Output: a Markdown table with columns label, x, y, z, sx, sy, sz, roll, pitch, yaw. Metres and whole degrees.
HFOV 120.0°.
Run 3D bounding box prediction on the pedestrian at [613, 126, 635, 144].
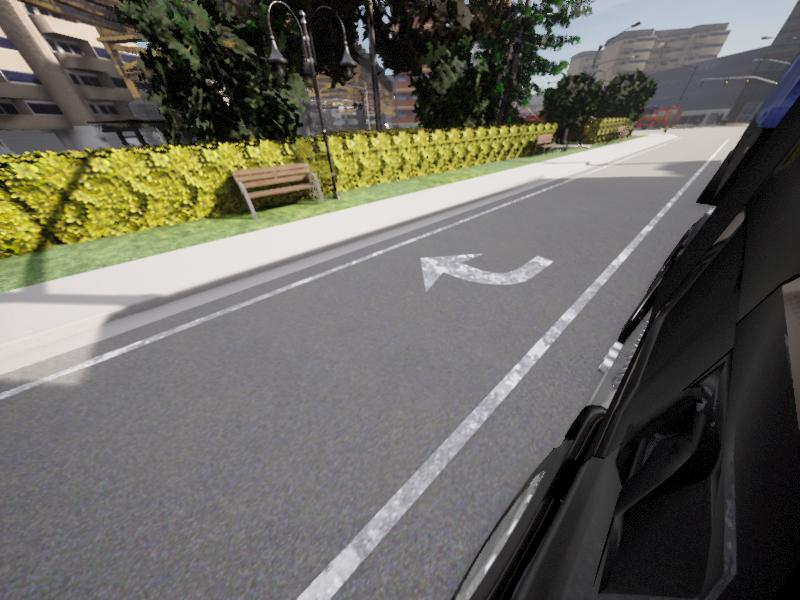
| label | x | y | z | sx | sy | sz | roll | pitch | yaw |
| --- | --- | --- | --- | --- | --- | --- | --- | --- | --- |
| pedestrian | 20.115 | -14.825 | 20.771 | 0.751 | 1.300 | 0.751 | -22 | 41 | -24 |

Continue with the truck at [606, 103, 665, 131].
| label | x | y | z | sx | sy | sz | roll | pitch | yaw |
| --- | --- | --- | --- | --- | --- | --- | --- | --- | --- |
| truck | 45.712 | -35.747 | 45.434 | 2.891 | 3.827 | 8.468 | 1 | 36 | 5 |

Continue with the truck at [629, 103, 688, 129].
| label | x | y | z | sx | sy | sz | roll | pitch | yaw |
| --- | --- | --- | --- | --- | --- | --- | --- | --- | --- |
| truck | 53.057 | -37.931 | 47.951 | 2.891 | 3.827 | 8.468 | 1 | 36 | 5 |

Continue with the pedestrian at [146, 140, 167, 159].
| label | x | y | z | sx | sy | sz | roll | pitch | yaw |
| --- | --- | --- | --- | --- | --- | --- | --- | --- | --- |
| pedestrian | -30.112 | -18.635 | 28.644 | 0.751 | 1.860 | 0.751 | 3 | 37 | 7 |

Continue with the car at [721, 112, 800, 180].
| label | x | y | z | sx | sy | sz | roll | pitch | yaw |
| --- | --- | --- | --- | --- | --- | --- | --- | --- | --- |
| car | 16.559 | -6.852 | 10.022 | 5.566 | 2.045 | 2.150 | -28 | 44 | -30 |

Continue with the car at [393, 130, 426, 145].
| label | x | y | z | sx | sy | sz | roll | pitch | yaw |
| --- | --- | --- | --- | --- | --- | --- | --- | --- | --- |
| car | 1.553 | -25.422 | 36.141 | 5.027 | 1.651 | 2.152 | 2 | 37 | 6 |

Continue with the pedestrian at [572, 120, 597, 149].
| label | x | y | z | sx | sy | sz | roll | pitch | yaw |
| --- | --- | --- | --- | --- | --- | --- | --- | --- | --- |
| pedestrian | 14.965 | -13.446 | 18.797 | 0.751 | 1.860 | 0.751 | -19 | 40 | -20 |

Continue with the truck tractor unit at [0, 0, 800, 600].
| label | x | y | z | sx | sy | sz | roll | pitch | yaw |
| --- | --- | --- | --- | --- | --- | --- | --- | --- | --- |
| truck tractor unit | 2.645 | -0.295 | 0.351 | 6.516 | 4.208 | 3.053 | -28 | 44 | -30 |

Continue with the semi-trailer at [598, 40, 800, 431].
| label | x | y | z | sx | sy | sz | roll | pitch | yaw |
| --- | --- | --- | --- | --- | --- | --- | --- | --- | --- |
| semi-trailer | 8.689 | -3.615 | 4.230 | 14.254 | 4.402 | 2.717 | -28 | 44 | -30 |

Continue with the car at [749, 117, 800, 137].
| label | x | y | z | sx | sy | sz | roll | pitch | yaw |
| --- | --- | --- | --- | --- | --- | --- | --- | --- | --- |
| car | 37.226 | -17.128 | 22.887 | 4.674 | 1.442 | 1.812 | -22 | 41 | -24 |
